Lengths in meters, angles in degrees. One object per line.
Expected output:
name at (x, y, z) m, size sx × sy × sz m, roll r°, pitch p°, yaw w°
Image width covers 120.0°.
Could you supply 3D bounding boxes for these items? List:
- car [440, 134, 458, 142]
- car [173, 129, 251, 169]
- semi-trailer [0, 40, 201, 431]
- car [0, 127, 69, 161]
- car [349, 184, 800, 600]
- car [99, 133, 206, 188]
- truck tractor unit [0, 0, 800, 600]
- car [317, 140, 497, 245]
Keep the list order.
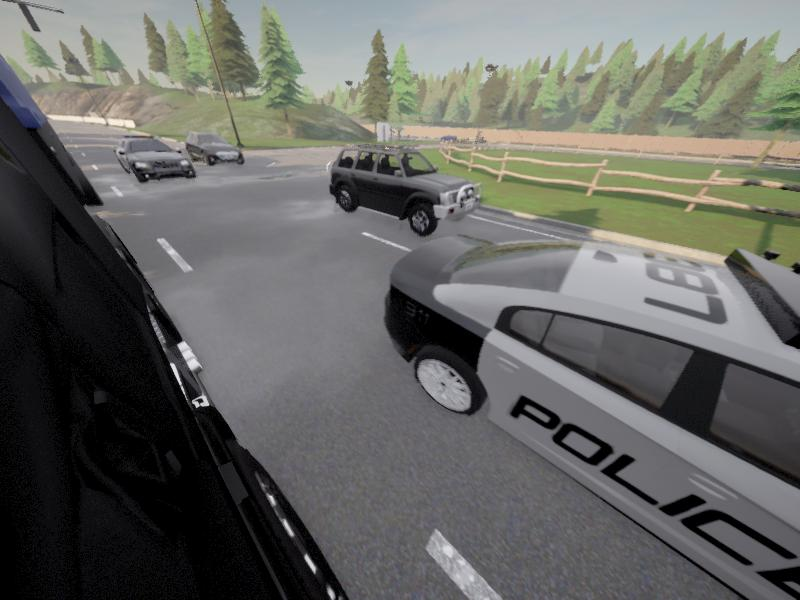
car at (13.867, -45.719, 65.182) m, size 4.514 × 1.525 × 2.007 m, roll 28°, pitch 43°, yaw 30°
car at (-11.683, -9.441, 14.334) m, size 4.856 × 1.649 × 2.033 m, roll 28°, pitch 43°, yaw 30°
semi-trailer at (-8.703, -3.582, 4.250) m, size 14.254 × 4.402 × 2.717 m, roll 28°, pitch 43°, yaw 30°
car at (-21.958, -9.345, 13.765) m, size 4.181 × 1.385 × 1.994 m, roll 28°, pitch 43°, yaw 30°
car at (2.185, 0.609, 1.624) m, size 5.238 × 1.638 × 1.930 m, roll 28°, pitch 43°, yaw 30°
car at (-11.073, -6.364, 10.295) m, size 4.974 × 1.542 × 2.038 m, roll 28°, pitch 43°, yaw 30°
truck tractor unit at (-2.645, -0.295, 0.351) m, size 6.516 × 4.208 × 3.053 m, roll 28°, pitch 44°, yaw 30°
car at (-0.054, -3.388, 6.689) m, size 4.605 × 1.855 × 1.932 m, roll 27°, pitch 43°, yaw 30°
